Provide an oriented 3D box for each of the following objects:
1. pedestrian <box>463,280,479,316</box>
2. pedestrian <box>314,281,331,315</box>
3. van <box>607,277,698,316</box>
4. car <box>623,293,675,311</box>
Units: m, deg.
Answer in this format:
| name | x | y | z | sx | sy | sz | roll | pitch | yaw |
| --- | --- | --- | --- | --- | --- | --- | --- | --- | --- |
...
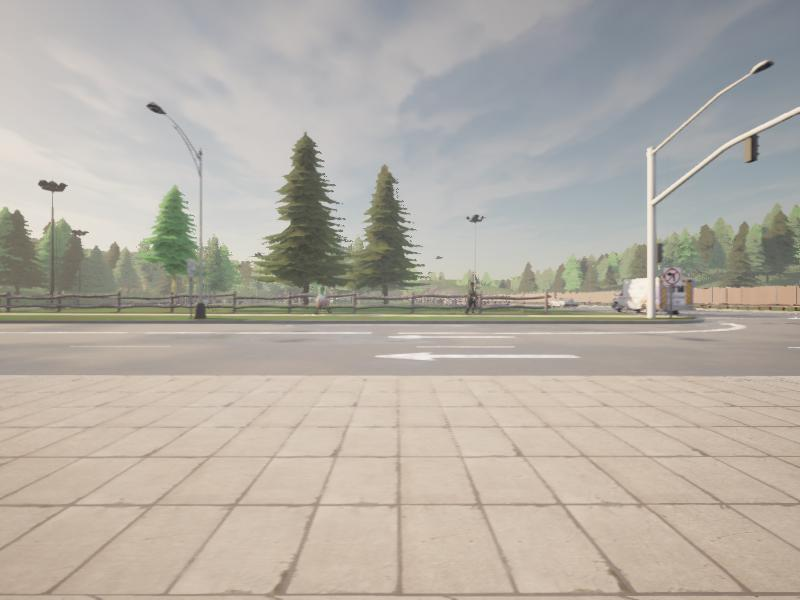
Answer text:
| name | x | y | z | sx | sy | sz | roll | pitch | yaw |
| --- | --- | --- | --- | --- | --- | --- | --- | --- | --- |
| pedestrian | 3.799 | -0.112 | 21.369 | 0.751 | 1.860 | 0.751 | 0 | 0 | 3 |
| pedestrian | -4.263 | -0.121 | 22.012 | 0.751 | 1.860 | 0.751 | 0 | 0 | 4 |
| van | 17.520 | -0.205 | 28.297 | 2.351 | 2.431 | 6.366 | 0 | 0 | -1 |
| car | 24.411 | 0.182 | 39.506 | 2.242 | 1.667 | 4.611 | 0 | 0 | -1 |
